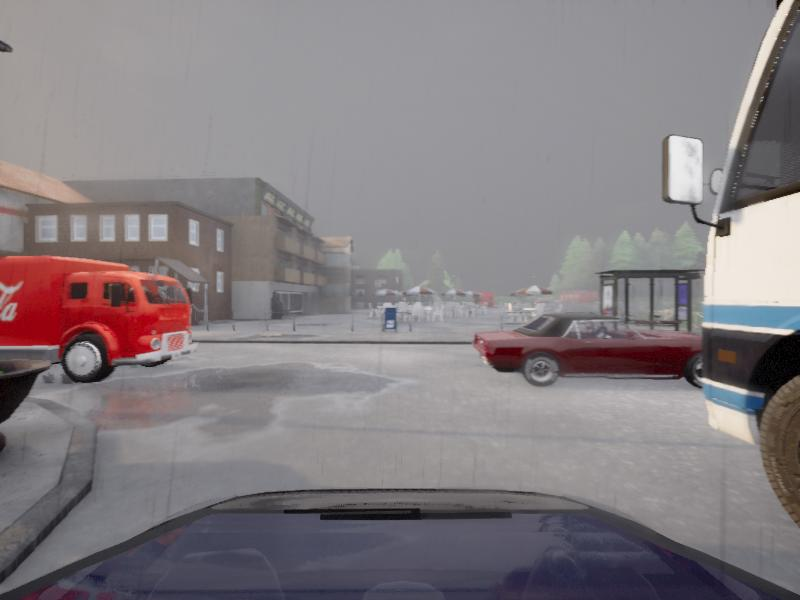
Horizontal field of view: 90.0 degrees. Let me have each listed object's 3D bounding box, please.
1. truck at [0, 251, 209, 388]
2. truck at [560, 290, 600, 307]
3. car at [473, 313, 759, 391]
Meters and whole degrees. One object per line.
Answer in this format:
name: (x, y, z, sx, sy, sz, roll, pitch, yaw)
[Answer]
truck: (-7.393, 0.372, 8.695, 5.204, 2.467, 2.627, 0, 0, 3)
truck: (43.374, -0.352, 96.490, 8.468, 3.827, 2.891, 0, 0, 3)
car: (3.978, 0.941, 8.080, 4.718, 1.301, 1.895, 0, 0, 3)
